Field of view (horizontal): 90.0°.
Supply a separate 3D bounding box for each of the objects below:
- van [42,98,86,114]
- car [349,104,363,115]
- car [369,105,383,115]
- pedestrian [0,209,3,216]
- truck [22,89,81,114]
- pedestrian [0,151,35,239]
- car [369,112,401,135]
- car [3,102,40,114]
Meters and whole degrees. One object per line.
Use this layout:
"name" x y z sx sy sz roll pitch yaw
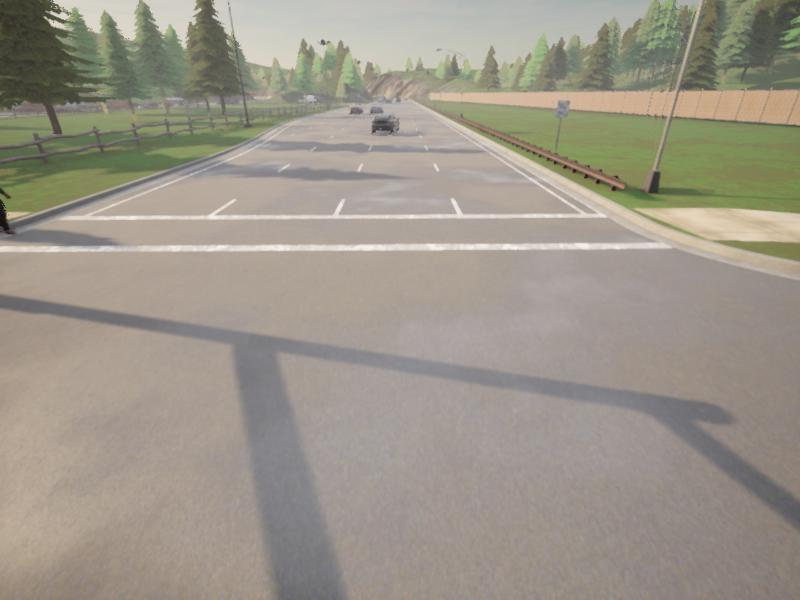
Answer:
"van" -61.327 -35.566 73.206 2.351 2.431 6.366 0 27 0
"car" -7.259 -31.959 66.980 1.812 1.442 4.674 0 27 0
"car" -3.748 -30.427 64.052 1.994 1.385 4.181 0 27 0
"pedestrian" -10.948 -2.909 9.886 0.751 1.860 0.751 1 27 2
"truck" -64.832 -37.124 74.724 2.891 3.827 8.468 0 27 0
"pedestrian" -9.554 -2.431 9.285 0.751 1.860 0.751 2 27 5
"car" -1.220 -15.390 34.795 1.837 1.490 4.892 4 28 8
"car" -68.324 -34.735 72.345 2.097 1.767 4.553 0 27 0
